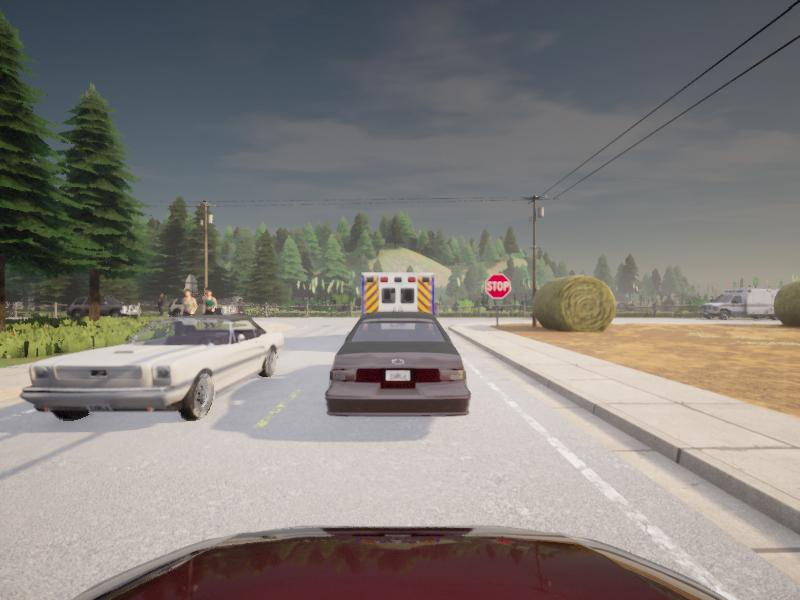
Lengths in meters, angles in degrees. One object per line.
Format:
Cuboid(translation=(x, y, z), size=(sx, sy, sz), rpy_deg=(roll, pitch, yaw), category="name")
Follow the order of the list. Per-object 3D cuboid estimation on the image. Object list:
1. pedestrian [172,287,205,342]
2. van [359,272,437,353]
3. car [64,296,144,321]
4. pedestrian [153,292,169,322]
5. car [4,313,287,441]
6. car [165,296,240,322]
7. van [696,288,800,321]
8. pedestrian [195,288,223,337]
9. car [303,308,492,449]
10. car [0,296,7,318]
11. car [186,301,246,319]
Cuboid(translation=(-7.364, 0.485, 13.942), size=(0.751, 1.860, 0.751), rpy_deg=(0, 0, -3), category="pedestrian")
Cuboid(translation=(-0.078, 0.378, 15.183), size=(2.351, 2.431, 6.366), rpy_deg=(0, 0, 0), category="van")
Cuboid(translation=(-22.023, 0.617, 29.864), size=(4.605, 1.855, 1.932), rpy_deg=(0, 0, 2), category="car")
Cuboid(translation=(-15.470, 0.450, 25.916), size=(0.751, 1.860, 0.751), rpy_deg=(0, 0, -21), category="pedestrian")
Cuboid(translation=(-3.553, 0.944, 6.891), size=(1.895, 1.301, 4.718), rpy_deg=(0, 0, 0), category="car")
Cuboid(translation=(-14.486, 0.617, 29.511), size=(4.605, 1.855, 1.932), rpy_deg=(0, 0, 5), category="car")
Cuboid(translation=(27.239, 0.343, 31.294), size=(6.366, 2.431, 2.351), rpy_deg=(0, 0, 2), category="van")
Cuboid(translation=(-7.384, 0.485, 15.507), size=(0.751, 1.860, 0.751), rpy_deg=(0, 0, -6), category="pedestrian")
Cuboid(translation=(-0.035, 0.895, 6.986), size=(2.033, 1.411, 5.357), rpy_deg=(0, 0, 0), category="car")
Cuboid(translation=(-35.962, 0.620, 33.650), size=(3.866, 1.878, 1.905), rpy_deg=(0, 0, 1), category="car")
Cuboid(translation=(-15.161, 0.819, 33.124), size=(4.193, 1.474, 1.816), rpy_deg=(0, 0, 2), category="car")
